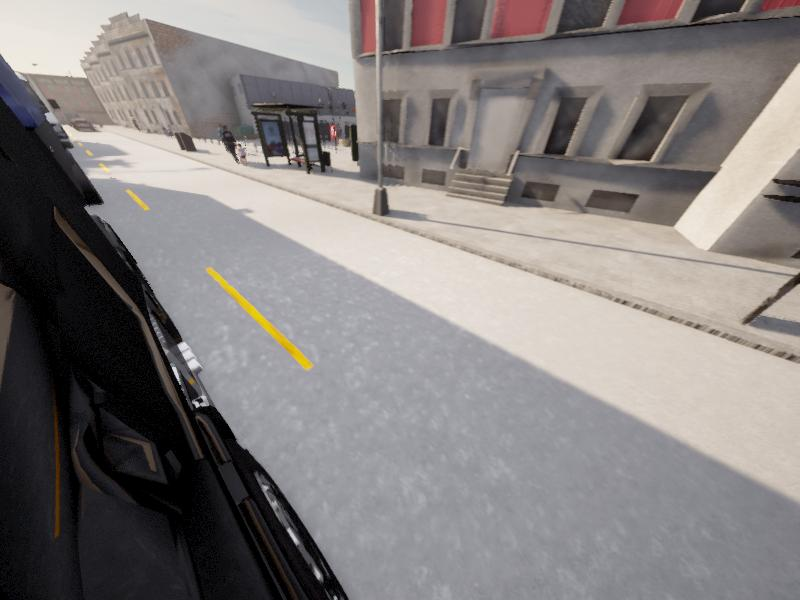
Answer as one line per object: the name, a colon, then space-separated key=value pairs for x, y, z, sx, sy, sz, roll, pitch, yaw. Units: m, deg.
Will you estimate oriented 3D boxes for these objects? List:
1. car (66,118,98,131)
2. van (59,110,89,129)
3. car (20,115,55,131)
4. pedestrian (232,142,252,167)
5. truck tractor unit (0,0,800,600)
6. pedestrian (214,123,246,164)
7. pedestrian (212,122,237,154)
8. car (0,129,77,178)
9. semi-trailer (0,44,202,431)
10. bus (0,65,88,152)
car: x=-48.250 y=-26.612 z=35.010 sx=4.792 sy=1.488 sz=2.163 roll=28 pitch=44 yaw=30
van: x=-59.636 y=-32.963 z=42.210 sx=5.915 sy=2.561 sz=1.988 roll=28 pitch=44 yaw=30
car: x=-50.336 y=-24.658 z=32.147 sx=5.238 sy=1.638 sz=1.930 roll=28 pitch=44 yaw=30
pedestrian: x=-8.610 y=-7.946 z=12.588 sx=0.500 sy=1.100 sz=0.500 roll=-25 pitch=45 yaw=-32
truck tractor unit: x=-2.645 y=-0.295 z=0.351 sx=6.516 sy=4.208 sz=3.053 roll=28 pitch=44 yaw=30
pedestrian: x=-9.629 y=-8.886 z=13.148 sx=0.751 sy=1.860 sz=0.751 roll=-28 pitch=46 yaw=-34
pedestrian: x=-12.643 y=-11.668 z=16.678 sx=0.751 sy=1.860 sz=0.751 roll=-26 pitch=46 yaw=-33
car: x=-17.189 y=-6.891 z=10.639 sx=5.357 sy=1.411 sz=2.033 roll=28 pitch=44 yaw=30
semi-trailer: x=-8.698 y=-3.601 z=4.236 sx=14.254 sy=4.402 sz=2.717 roll=28 pitch=44 yaw=30
bus: x=-28.018 y=-13.935 z=17.000 sx=10.273 sy=4.253 sz=3.944 roll=28 pitch=44 yaw=30
